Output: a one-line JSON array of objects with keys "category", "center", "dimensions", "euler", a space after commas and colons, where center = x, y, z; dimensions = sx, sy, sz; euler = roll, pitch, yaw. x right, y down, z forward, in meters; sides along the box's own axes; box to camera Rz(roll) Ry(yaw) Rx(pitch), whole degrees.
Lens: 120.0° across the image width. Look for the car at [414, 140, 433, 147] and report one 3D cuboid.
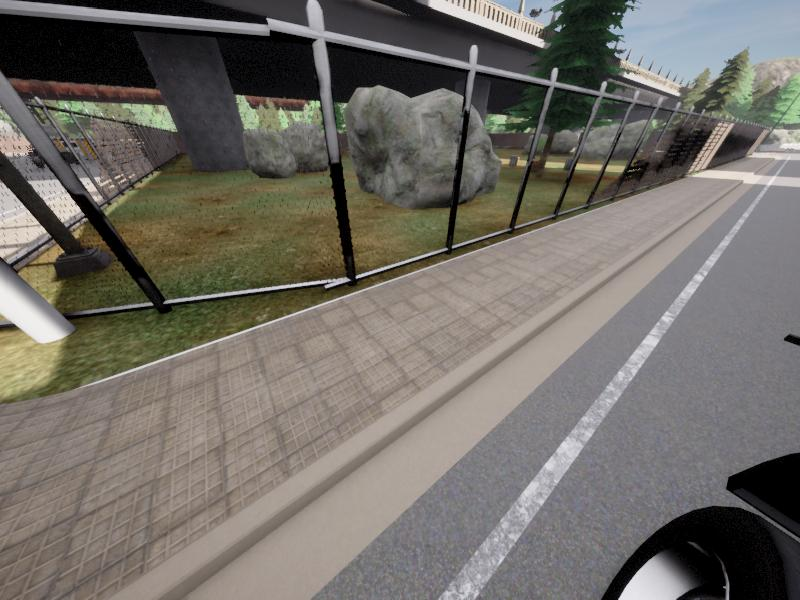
[{"category": "car", "center": [7.155, -47.696, 70.492], "dimensions": [5.238, 1.638, 1.930], "euler": [-6, 36, -8]}]
